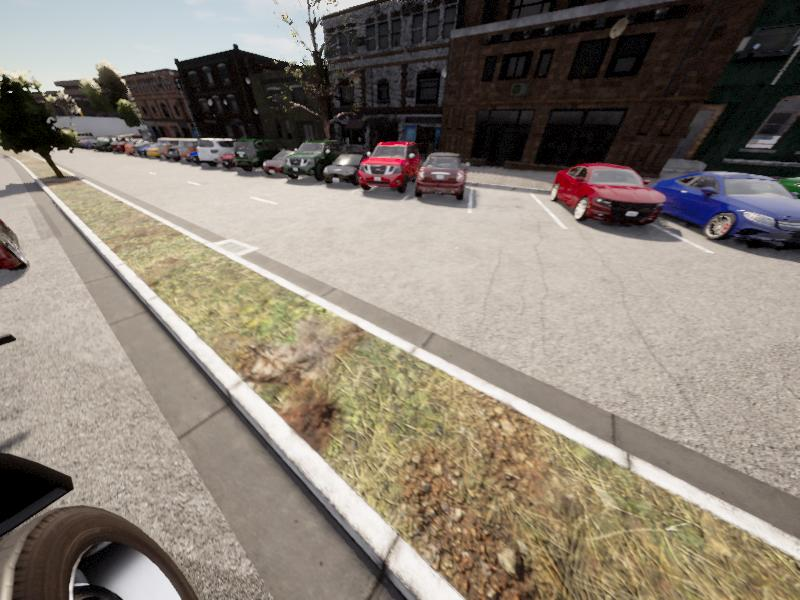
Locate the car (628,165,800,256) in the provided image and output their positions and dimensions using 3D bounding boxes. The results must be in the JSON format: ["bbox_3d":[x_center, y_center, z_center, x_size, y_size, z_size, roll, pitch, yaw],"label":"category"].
[{"bbox_3d":[9.577,-2.929,6.857,2.002,1.452,4.674,10,36,12],"label":"car"}]

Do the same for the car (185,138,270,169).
[{"bbox_3d":[-15.049,-13.251,20.761,2.435,2.045,5.566,9,35,12],"label":"car"}]

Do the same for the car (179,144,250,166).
[{"bbox_3d":[-17.516,-14.034,22.283,2.097,1.535,5.008,9,35,12],"label":"car"}]

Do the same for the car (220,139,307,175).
[{"bbox_3d":[-10.126,-11.244,17.962,2.435,2.045,5.566,9,35,12],"label":"car"}]

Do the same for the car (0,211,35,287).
[{"bbox_3d":[-9.328,-1.218,4.365,4.181,1.385,1.994,22,41,28],"label":"car"}]

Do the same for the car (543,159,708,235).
[{"bbox_3d":[7.107,-3.977,8.255,2.097,1.535,5.008,10,35,12],"label":"car"}]

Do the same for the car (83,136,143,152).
[{"bbox_3d":[-47.540,-26.019,38.544,2.435,2.045,5.566,8,35,9],"label":"car"}]

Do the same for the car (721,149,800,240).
[{"bbox_3d":[12.046,-2.178,5.296,2.435,2.045,5.566,9,35,12],"label":"car"}]

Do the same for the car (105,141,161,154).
[{"bbox_3d":[-39.923,-22.967,34.730,2.097,1.535,5.008,8,35,10],"label":"car"}]

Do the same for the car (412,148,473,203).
[{"bbox_3d":[2.169,-6.083,10.977,2.185,1.767,4.553,9,35,12],"label":"car"}]

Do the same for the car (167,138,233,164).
[{"bbox_3d":[-20.005,-15.158,23.460,1.878,1.987,4.442,9,35,12],"label":"car"}]

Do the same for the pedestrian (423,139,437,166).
[{"bbox_3d":[2.568,-12.632,19.755,0.751,1.860,0.751,21,40,24],"label":"pedestrian"}]

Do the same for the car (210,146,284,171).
[{"bbox_3d":[-12.590,-12.026,19.483,2.097,1.535,5.008,9,35,12],"label":"car"}]

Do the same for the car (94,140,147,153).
[{"bbox_3d":[-44.986,-24.887,37.401,2.097,1.535,5.008,8,35,10],"label":"car"}]

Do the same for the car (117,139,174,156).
[{"bbox_3d":[-34.894,-21.110,31.929,2.185,1.767,4.553,8,35,11],"label":"car"}]

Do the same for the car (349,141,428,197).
[{"bbox_3d":[-0.277,-7.194,12.311,2.435,2.045,5.566,9,35,12],"label":"car"}]

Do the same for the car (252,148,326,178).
[{"bbox_3d":[-7.673,-9.977,16.674,2.163,1.488,4.792,9,35,12],"label":"car"}]

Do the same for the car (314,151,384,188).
[{"bbox_3d":[-2.746,-7.969,13.873,2.163,1.488,4.792,10,35,12],"label":"car"}]

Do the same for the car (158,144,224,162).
[{"bbox_3d":[-22.448,-16.033,25.124,2.163,1.488,4.792,9,35,12],"label":"car"}]

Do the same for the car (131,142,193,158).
[{"bbox_3d":[-29.880,-19.045,29.269,2.097,1.535,5.008,9,35,11],"label":"car"}]

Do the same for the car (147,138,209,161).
[{"bbox_3d":[-24.949,-17.165,26.259,1.878,1.987,4.442,9,35,11],"label":"car"}]

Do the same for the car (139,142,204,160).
[{"bbox_3d":[-27.362,-18.149,28.023,1.946,1.575,5.366,9,35,12],"label":"car"}]

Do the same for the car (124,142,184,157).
[{"bbox_3d":[-32.386,-20.025,30.637,2.231,1.521,4.892,8,35,11],"label":"car"}]

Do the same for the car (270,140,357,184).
[{"bbox_3d":[-5.203,-9.204,15.115,2.435,2.045,5.566,9,35,12],"label":"car"}]
